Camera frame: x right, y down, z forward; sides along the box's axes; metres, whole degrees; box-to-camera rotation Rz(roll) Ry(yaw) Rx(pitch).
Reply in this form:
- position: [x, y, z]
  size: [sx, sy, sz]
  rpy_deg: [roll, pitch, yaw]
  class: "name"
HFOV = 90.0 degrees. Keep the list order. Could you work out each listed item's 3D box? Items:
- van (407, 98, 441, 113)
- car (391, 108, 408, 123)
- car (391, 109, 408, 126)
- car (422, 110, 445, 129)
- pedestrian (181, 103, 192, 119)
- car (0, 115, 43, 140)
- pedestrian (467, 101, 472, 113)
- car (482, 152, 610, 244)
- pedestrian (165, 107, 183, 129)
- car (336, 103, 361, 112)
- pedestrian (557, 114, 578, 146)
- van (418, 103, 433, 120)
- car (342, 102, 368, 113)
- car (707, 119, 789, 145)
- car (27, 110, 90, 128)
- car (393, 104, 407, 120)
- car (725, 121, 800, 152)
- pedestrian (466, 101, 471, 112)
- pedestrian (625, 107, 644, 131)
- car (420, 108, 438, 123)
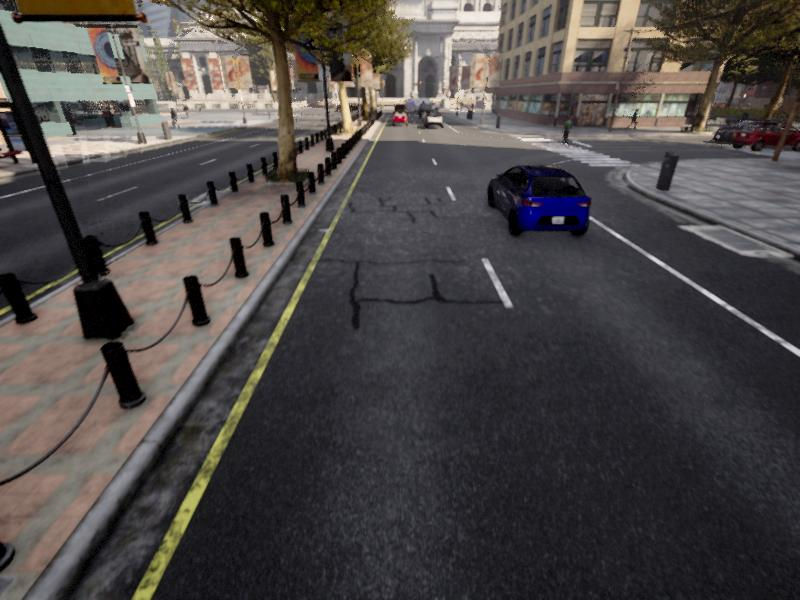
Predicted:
- position: [4.474, -37.051, 76.137]
  size: [6.366, 2.431, 2.351]
  rpy_deg: [0, 27, 0]
  class: "van"
- position: [-0.009, -22.862, 49.501]
  size: [2.007, 1.525, 4.514]
  rpy_deg: [0, 27, 0]
  class: "car"
- position: [-0.007, -20.087, 44.057]
  size: [1.789, 1.549, 3.705]
  rpy_deg: [0, 27, 0]
  class: "car"
- position: [3.491, -18.959, 41.892]
  size: [2.007, 1.525, 4.514]
  rpy_deg: [0, 27, 0]
  class: "car"
- position: [-28.331, -25.067, 53.107]
  size: [0.751, 1.860, 0.751]
  rpy_deg: [-8, 28, -15]
  class: "pedestrian"
- position: [-30.822, -13.356, 30.894]
  size: [2.161, 1.482, 4.786]
  rpy_deg: [0, 27, 0]
  class: "car"
- position: [13.034, -36.361, 75.352]
  size: [0.751, 1.860, 0.751]
  rpy_deg: [5, 28, 9]
  class: "pedestrian"
- position: [3.524, -2.883, 10.630]
  size: [1.816, 1.474, 4.193]
  rpy_deg: [0, 27, 0]
  class: "car"
- position: [-21.164, -17.062, 37.497]
  size: [0.751, 1.860, 0.751]
  rpy_deg: [2, 27, 4]
  class: "pedestrian"
- position: [-10.181, -38.236, 79.528]
  size: [4.792, 1.488, 2.163]
  rpy_deg: [0, 27, 0]
  class: "car"
- position: [10.963, -11.157, 26.257]
  size: [0.751, 1.860, 0.751]
  rpy_deg: [-1, 27, -1]
  class: "pedestrian"
- position: [3.443, -25.924, 54.956]
  size: [1.775, 1.987, 4.442]
  rpy_deg: [0, 27, 0]
  class: "van"
- position: [-8.535, -36.813, 76.317]
  size: [4.605, 1.855, 1.932]
  rpy_deg: [0, 27, 0]
  class: "car"
- position: [23.675, -11.526, 27.365]
  size: [3.633, 1.501, 1.845]
  rpy_deg: [-1, 27, -2]
  class: "car"
- position: [-34.957, -18.679, 41.184]
  size: [2.128, 1.511, 4.902]
  rpy_deg: [0, 27, 0]
  class: "car"
- position: [-0.009, -25.931, 55.082]
  size: [1.905, 1.878, 3.866]
  rpy_deg: [0, 27, 0]
  class: "car"
- position: [22.327, -9.856, 24.087]
  size: [3.705, 1.549, 1.789]
  rpy_deg: [-1, 27, -1]
  class: "car"
- position: [13.160, -37.136, 76.863]
  size: [0.751, 1.860, 0.751]
  rpy_deg: [0, 27, 1]
  class: "pedestrian"
- position: [20.645, -15.953, 35.247]
  size: [0.751, 1.860, 0.751]
  rpy_deg: [3, 27, 6]
  class: "pedestrian"
- position: [3.512, -22.676, 49.129]
  size: [1.845, 1.501, 3.633]
  rpy_deg: [0, 27, 0]
  class: "car"
